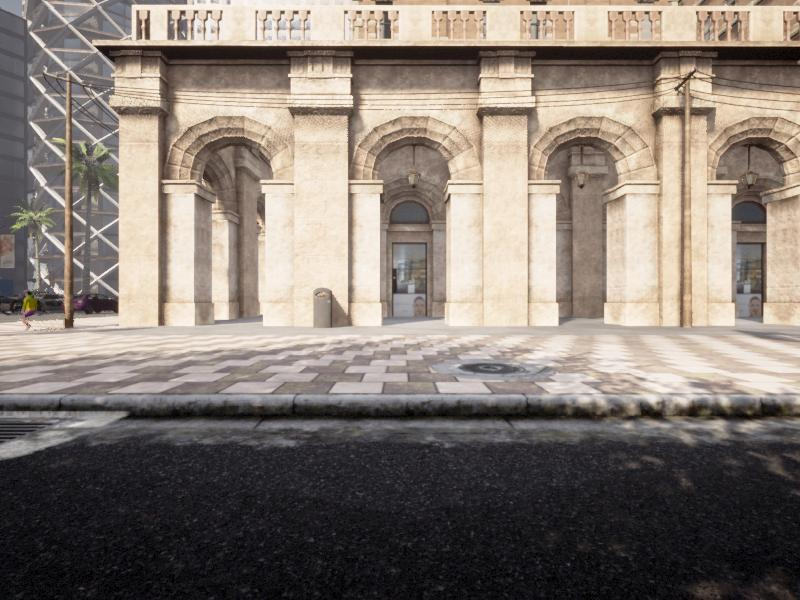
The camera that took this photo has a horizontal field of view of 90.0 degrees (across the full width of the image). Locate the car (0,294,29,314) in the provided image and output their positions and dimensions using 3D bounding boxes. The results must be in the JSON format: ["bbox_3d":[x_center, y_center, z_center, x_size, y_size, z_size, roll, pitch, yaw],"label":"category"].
[{"bbox_3d":[-29.344,0.294,27.891,2.033,1.411,5.357,0,0,0],"label":"car"}]

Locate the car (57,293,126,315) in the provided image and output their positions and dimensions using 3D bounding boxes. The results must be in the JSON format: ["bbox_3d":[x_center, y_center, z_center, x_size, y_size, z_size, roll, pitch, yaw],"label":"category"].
[{"bbox_3d":[-22.326,0.254,29.207,1.816,1.474,4.193,0,0,0],"label":"car"}]

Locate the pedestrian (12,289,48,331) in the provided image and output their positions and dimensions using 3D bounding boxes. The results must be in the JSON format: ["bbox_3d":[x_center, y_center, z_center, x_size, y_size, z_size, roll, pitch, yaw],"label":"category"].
[{"bbox_3d":[-10.001,0.265,10.830,0.500,1.100,0.500,0,0,2],"label":"pedestrian"}]

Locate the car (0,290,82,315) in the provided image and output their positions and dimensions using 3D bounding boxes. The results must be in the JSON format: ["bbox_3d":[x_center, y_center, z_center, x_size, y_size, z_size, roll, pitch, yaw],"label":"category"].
[{"bbox_3d":[-25.841,0.170,28.691,1.930,1.638,5.238,0,0,0],"label":"car"}]
